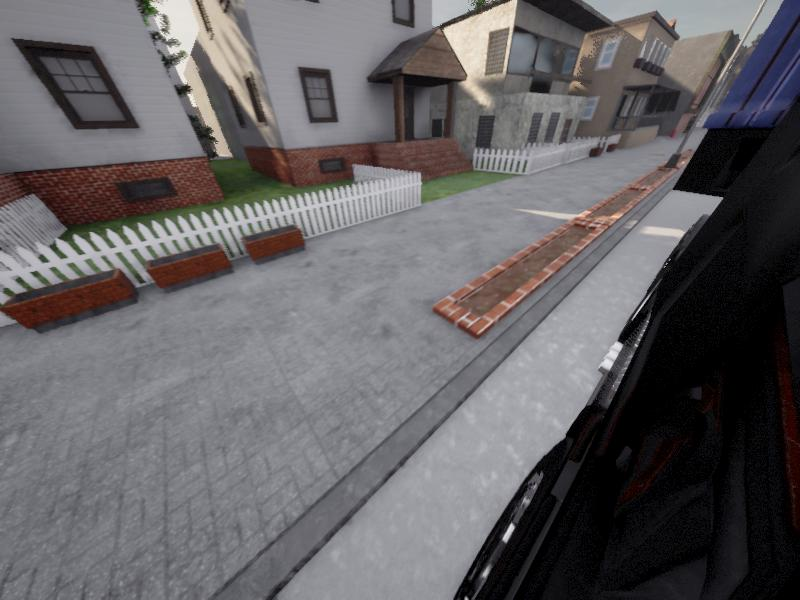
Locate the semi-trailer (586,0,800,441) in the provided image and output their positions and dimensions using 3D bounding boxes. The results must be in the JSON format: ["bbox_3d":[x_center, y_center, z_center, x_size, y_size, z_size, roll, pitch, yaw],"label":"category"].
[{"bbox_3d":[9.828,-2.401,2.539,14.254,4.402,2.717,-12,37,-12],"label":"semi-trailer"}]

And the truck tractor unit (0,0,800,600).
[{"bbox_3d":[2.645,-0.295,0.351,6.516,4.208,3.053,-28,44,-30],"label":"truck tractor unit"}]

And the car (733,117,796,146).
[{"bbox_3d":[28.919,-13.518,18.516,5.238,1.638,1.930,-29,44,-31],"label":"car"}]
